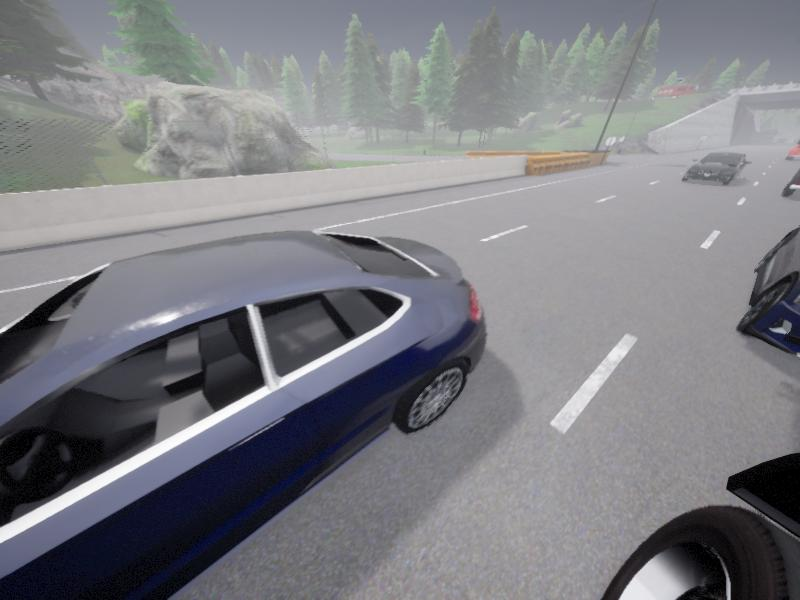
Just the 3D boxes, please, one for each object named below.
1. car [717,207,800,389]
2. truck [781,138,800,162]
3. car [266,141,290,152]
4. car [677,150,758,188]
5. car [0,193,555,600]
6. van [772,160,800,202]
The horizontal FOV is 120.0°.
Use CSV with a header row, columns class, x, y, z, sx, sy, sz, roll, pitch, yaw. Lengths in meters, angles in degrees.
class,x,y,z,sx,sy,sz,roll,pitch,yaw
car,6.573,-0.337,2.920,4.856,1.649,2.033,-23,41,-28
truck,42.279,-15.584,23.518,5.204,2.467,2.627,-22,41,-28
car,-22.312,-28.071,42.170,2.038,1.542,4.974,-28,45,-33
car,18.476,-7.737,13.427,4.892,1.490,1.837,-23,41,-28
car,-1.506,0.552,1.728,5.027,1.651,2.152,-23,41,-28
van,18.290,-5.399,9.643,4.480,2.038,2.069,-23,41,-28
